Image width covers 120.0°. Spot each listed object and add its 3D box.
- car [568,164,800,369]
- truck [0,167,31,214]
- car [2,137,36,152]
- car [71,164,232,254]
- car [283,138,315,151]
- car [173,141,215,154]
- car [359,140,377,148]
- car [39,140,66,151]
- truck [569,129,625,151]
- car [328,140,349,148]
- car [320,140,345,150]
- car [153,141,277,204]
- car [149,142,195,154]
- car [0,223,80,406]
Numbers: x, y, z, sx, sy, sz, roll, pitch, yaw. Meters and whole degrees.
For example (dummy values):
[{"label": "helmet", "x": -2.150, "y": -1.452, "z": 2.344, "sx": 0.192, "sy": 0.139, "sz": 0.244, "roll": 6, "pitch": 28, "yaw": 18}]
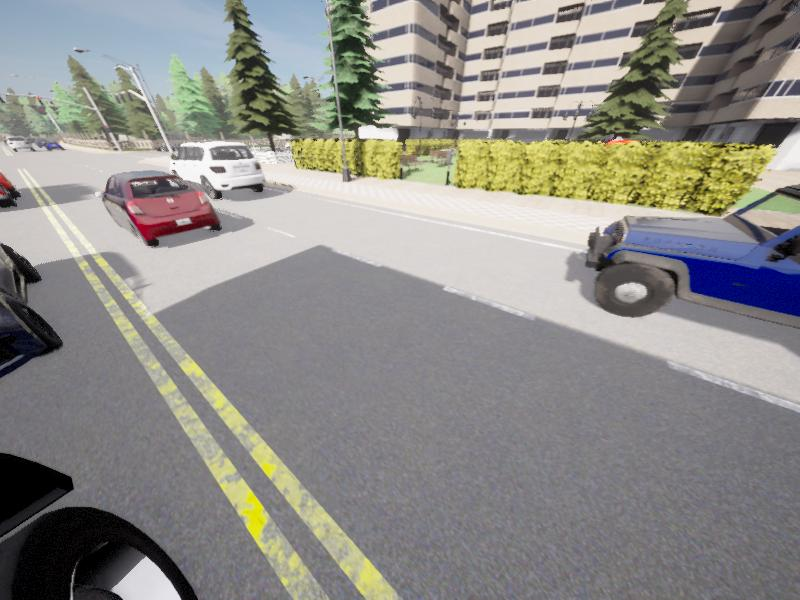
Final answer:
[{"label": "car", "x": 4.954, "y": -0.540, "z": 3.075, "sx": 3.866, "sy": 1.878, "sz": 1.905, "roll": 22, "pitch": 41, "yaw": 28}, {"label": "truck", "x": -16.481, "y": -4.585, "z": 8.140, "sx": 5.204, "sy": 2.467, "sz": 2.627, "roll": 22, "pitch": 41, "yaw": 28}, {"label": "car", "x": -64.784, "y": -26.556, "z": 39.303, "sx": 5.566, "sy": 2.045, "sz": 2.150, "roll": 22, "pitch": 41, "yaw": 28}, {"label": "car", "x": -6.822, "y": -2.728, "z": 6.400, "sx": 3.633, "sy": 1.501, "sz": 1.845, "roll": 22, "pitch": 41, "yaw": 28}, {"label": "car", "x": -20.406, "y": -31.742, "z": 47.008, "sx": 2.150, "sy": 2.045, "sz": 5.566, "roll": 22, "pitch": 41, "yaw": 28}, {"label": "car", "x": -33.137, "y": -24.654, "z": 37.301, "sx": 2.007, "sy": 1.525, "sz": 4.514, "roll": 22, "pitch": 41, "yaw": 28}, {"label": "car", "x": -8.393, "y": -41.332, "z": 61.184, "sx": 1.837, "sy": 1.490, "sz": 4.892, "roll": 22, "pitch": 41, "yaw": 28}, {"label": "car", "x": -63.580, "y": -28.288, "z": 42.277, "sx": 4.514, "sy": 1.525, "sz": 2.007, "roll": 22, "pitch": 41, "yaw": 28}, {"label": "truck", "x": 43.892, "y": -35.936, "z": 51.827, "sx": 8.468, "sy": 3.827, "sz": 2.891, "roll": 22, "pitch": 41, "yaw": 28}, {"label": "car", "x": -15.385, "y": -39.142, "z": 57.992, "sx": 2.242, "sy": 1.667, "sz": 4.611, "roll": 22, "pitch": 41, "yaw": 28}, {"label": "car", "x": -14.306, "y": -33.046, "z": 49.268, "sx": 2.033, "sy": 1.649, "sz": 4.856, "roll": 22, "pitch": 41, "yaw": 28}, {"label": "car", "x": -8.650, "y": -6.148, "z": 10.786, "sx": 5.566, "sy": 2.045, "sz": 2.150, "roll": 22, "pitch": 41, "yaw": 28}, {"label": "car", "x": -37.052, "y": -24.938, "z": 37.713, "sx": 2.163, "sy": 1.488, "sz": 4.792, "roll": 22, "pitch": 41, "yaw": 28}, {"label": "car", "x": -6.271, "y": -0.094, "z": 2.549, "sx": 4.611, "sy": 1.667, "sz": 2.242, "roll": 22, "pitch": 41, "yaw": 28}]
